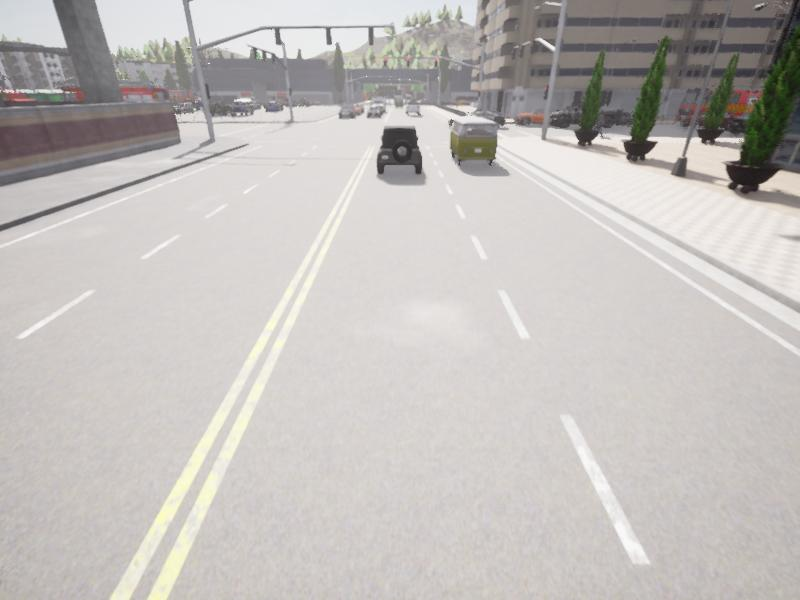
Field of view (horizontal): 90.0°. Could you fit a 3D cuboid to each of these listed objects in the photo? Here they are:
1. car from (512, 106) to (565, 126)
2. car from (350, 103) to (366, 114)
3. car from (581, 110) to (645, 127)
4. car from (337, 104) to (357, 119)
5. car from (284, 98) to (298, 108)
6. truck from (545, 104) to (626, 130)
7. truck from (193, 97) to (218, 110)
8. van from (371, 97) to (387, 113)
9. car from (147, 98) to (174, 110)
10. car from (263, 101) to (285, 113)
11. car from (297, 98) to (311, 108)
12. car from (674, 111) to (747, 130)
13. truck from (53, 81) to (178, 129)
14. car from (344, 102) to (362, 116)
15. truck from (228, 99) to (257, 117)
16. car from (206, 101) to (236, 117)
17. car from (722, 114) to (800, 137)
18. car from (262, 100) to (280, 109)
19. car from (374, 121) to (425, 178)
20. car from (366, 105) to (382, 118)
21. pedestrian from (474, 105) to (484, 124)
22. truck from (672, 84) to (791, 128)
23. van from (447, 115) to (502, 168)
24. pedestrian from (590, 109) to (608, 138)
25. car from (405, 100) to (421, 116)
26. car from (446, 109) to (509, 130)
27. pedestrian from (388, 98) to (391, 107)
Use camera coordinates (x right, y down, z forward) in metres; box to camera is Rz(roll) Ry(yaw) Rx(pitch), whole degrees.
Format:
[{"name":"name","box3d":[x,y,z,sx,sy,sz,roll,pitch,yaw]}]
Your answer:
[{"name":"car","box3d":[14.204,-18.933,41.189,4.553,1.767,2.097,1,27,2]},{"name":"car","box3d":[-7.094,-32.368,67.504,2.163,1.488,4.792,0,27,0]},{"name":"car","box3d":[21.837,-18.696,41.213,5.357,1.411,2.033,0,27,0]},{"name":"car","box3d":[-7.074,-25.325,53.725,2.033,1.649,4.856,0,27,0]},{"name":"car","box3d":[-24.066,-43.815,88.766,1.905,1.878,3.866,0,27,0]},{"name":"truck","box3d":[17.451,-17.401,37.918,6.274,2.098,2.390,0,27,0]},{"name":"truck","box3d":[-35.491,-35.901,73.185,2.069,2.038,4.478,0,27,0]},{"name":"van","box3d":[-3.597,-33.725,69.104,2.351,2.431,6.366,0,27,0]},{"name":"car","box3d":[-43.709,-35.819,73.184,1.932,1.855,4.605,0,27,0]},{"name":"car","box3d":[-21.200,-32.675,67.608,2.242,1.667,4.611,0,27,0]},{"name":"car","box3d":[-21.172,-43.782,88.714,1.932,1.855,4.605,0,27,0]},{"name":"car","box3d":[29.427,-17.116,38.046,5.008,1.535,1.882,0,27,0]},{"name":"truck","box3d":[-26.040,-18.056,37.045,8.468,3.827,2.891,0,27,0]},{"name":"car","box3d":[-7.083,-28.993,60.641,2.097,1.767,4.553,0,27,0]},{"name":"truck","box3d":[-21.217,-25.998,54.123,2.069,2.038,4.478,0,27,0]},{"name":"car","box3d":[-24.112,-25.892,54.107,1.932,1.855,4.605,0,27,0]},{"name":"car","box3d":[28.866,-13.891,31.819,4.514,1.525,2.007,0,27,0]},{"name":"car","box3d":[-26.797,-40.658,83.154,2.033,1.415,5.357,0,27,0]},{"name":"car","box3d":[-0.021,-6.584,17.244,1.905,1.878,3.866,0,27,0]},{"name":"car","box3d":[-3.576,-25.972,55.158,1.970,1.475,3.806,0,27,0]},{"name":"pedestrian","box3d":[8.483,-19.835,42.807,0.751,1.860,0.751,0,27,0]},{"name":"truck","box3d":[33.301,-19.718,40.613,8.468,3.827,2.891,0,27,0]},{"name":"van","box3d":[3.474,-7.850,19.604,1.775,1.987,4.442,0,27,0]},{"name":"pedestrian","box3d":[13.969,-12.429,28.155,0.751,1.860,0.751,10,29,18]},{"name":"car","box3d":[1.926,-29.297,61.008,2.150,2.045,5.566,0,27,0]},{"name":"car","box3d":[7.172,-16.861,37.349,5.238,1.638,1.930,-5,27,-9]},{"name":"pedestrian","box3d":[-2.439,-47.145,95.632,0.751,1.860,0.751,-1,27,-3]}]
